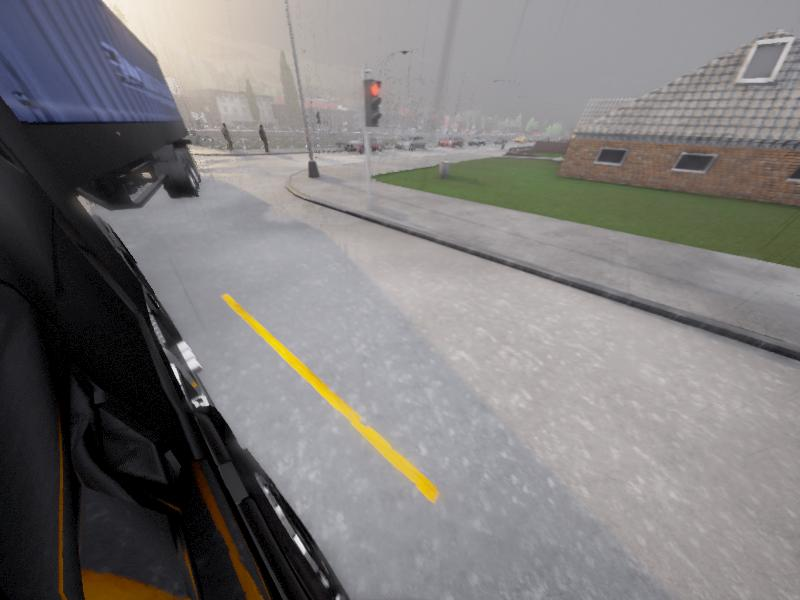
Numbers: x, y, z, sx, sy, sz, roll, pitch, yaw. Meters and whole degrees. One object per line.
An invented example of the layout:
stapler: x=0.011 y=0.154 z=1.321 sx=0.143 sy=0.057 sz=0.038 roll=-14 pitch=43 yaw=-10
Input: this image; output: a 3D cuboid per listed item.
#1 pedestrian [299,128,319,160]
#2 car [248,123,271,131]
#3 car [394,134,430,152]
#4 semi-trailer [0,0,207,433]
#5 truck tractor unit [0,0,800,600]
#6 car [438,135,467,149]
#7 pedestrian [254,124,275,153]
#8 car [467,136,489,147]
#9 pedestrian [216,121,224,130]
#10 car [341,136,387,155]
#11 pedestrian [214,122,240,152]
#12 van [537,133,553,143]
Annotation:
pedestrian: x=-6.700 y=-11.541 z=17.103 sx=0.751 sy=1.860 sz=0.751 roll=8 pitch=37 yaw=7
car: x=-41.342 y=-51.122 z=68.217 sx=1.930 sy=1.638 sz=5.238 roll=27 pitch=43 yaw=29
car: x=1.504 y=-19.027 z=27.949 sx=2.007 sy=1.525 sz=4.514 roll=27 pitch=43 yaw=29
semi-trailer: x=-7.294 y=-4.294 z=5.243 sx=2.717 sy=4.402 sz=14.254 roll=-20 pitch=42 yaw=-26
truck tractor unit: x=-2.645 y=-0.295 z=0.352 sx=6.516 sy=4.208 sz=3.053 roll=28 pitch=44 yaw=30
car: x=7.845 y=-23.571 z=34.421 sx=2.007 sy=1.525 sz=4.514 roll=27 pitch=43 yaw=29
pedestrian: x=-10.845 y=-12.941 z=18.522 sx=0.751 sy=1.860 sz=0.751 roll=24 pitch=42 yaw=26
car: x=13.585 y=-27.663 z=40.294 sx=1.816 sy=1.474 sz=4.193 roll=27 pitch=43 yaw=29
pedestrian: x=-47.231 y=-45.913 z=60.658 sx=0.751 sy=1.860 sz=0.751 roll=17 pitch=39 yaw=18
car: x=-3.450 y=-15.416 z=22.942 sx=1.994 sy=1.385 sz=4.181 roll=27 pitch=43 yaw=29
pedestrian: x=-13.665 y=-12.903 z=18.314 sx=0.751 sy=1.860 sz=0.751 roll=8 pitch=37 yaw=7
van: x=46.037 y=-51.293 z=73.115 sx=2.351 sy=2.431 sz=6.366 roll=27 pitch=43 yaw=29
